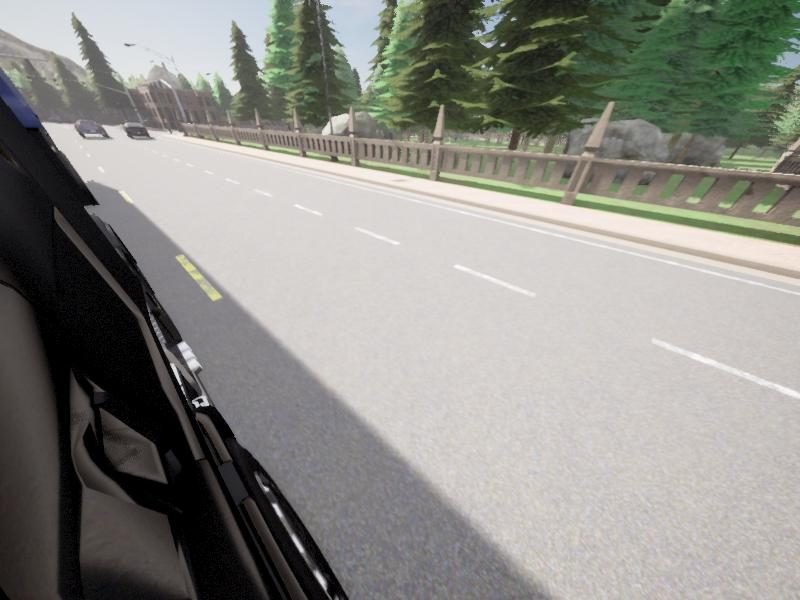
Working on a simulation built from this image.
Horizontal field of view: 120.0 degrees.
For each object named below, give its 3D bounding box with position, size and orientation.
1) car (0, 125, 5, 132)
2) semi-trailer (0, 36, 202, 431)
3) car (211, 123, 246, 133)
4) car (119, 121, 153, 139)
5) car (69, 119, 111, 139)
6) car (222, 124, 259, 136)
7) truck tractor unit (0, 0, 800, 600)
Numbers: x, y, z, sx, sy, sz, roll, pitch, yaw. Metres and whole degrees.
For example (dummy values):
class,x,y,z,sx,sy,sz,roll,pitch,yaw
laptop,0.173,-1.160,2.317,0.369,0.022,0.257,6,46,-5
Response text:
class,x,y,z,sx,sy,sz,roll,pitch,yaw
car,-52.172,-21.275,27.457,4.605,1.855,1.932,-15,39,-23
semi-trailer,-8.752,-3.559,4.187,14.254,4.402,2.717,27,43,29
car,-36.223,-36.368,48.910,1.801,1.575,5.366,28,44,30
car,-32.475,-20.938,28.389,5.238,1.638,1.930,32,46,33
car,-35.644,-19.693,26.544,5.027,1.651,2.152,28,44,30
car,-29.303,-31.342,42.645,2.128,1.511,4.902,28,44,30
truck tractor unit,-2.645,-0.295,0.351,6.516,4.208,3.053,28,44,30
